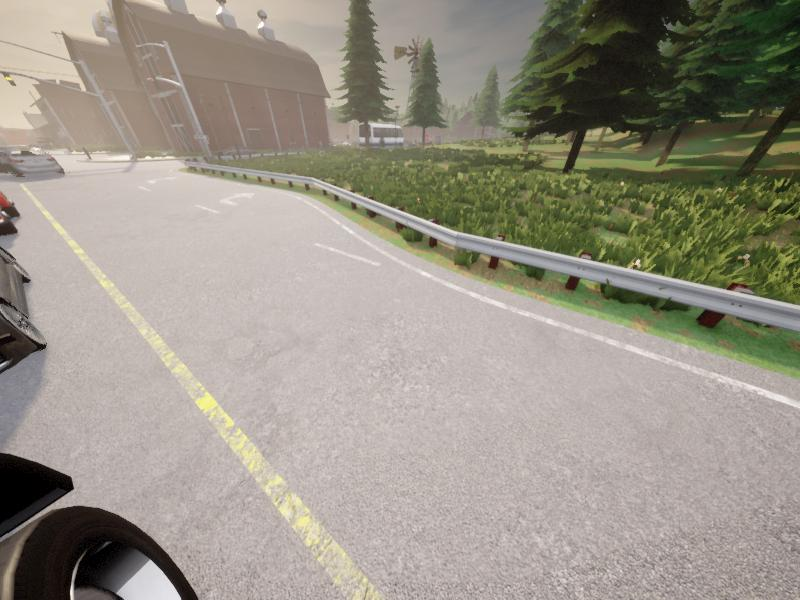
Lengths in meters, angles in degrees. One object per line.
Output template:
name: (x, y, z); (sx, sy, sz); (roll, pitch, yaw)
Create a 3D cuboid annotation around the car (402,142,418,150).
car: (2.148, -33.779, 50.631); (1.845, 1.501, 3.633); (22, 41, 28)

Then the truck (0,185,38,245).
truck: (-12.592, -2.879, 5.790); (5.204, 2.467, 2.627); (21, 40, 27)

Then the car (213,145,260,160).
car: (-20.541, -18.656, 29.132); (1.994, 1.385, 4.181); (22, 41, 28)

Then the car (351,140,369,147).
car: (-11.625, -45.760, 67.569); (4.902, 1.511, 2.128); (21, 40, 27)

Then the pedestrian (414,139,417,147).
pedestrian: (4.377, -44.589, 65.407); (0.751, 1.860, 0.751); (-11, 37, -16)

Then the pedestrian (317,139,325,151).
pedestrian: (-14.167, -27.872, 41.532); (0.751, 1.860, 0.751); (24, 41, 29)

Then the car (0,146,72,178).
car: (-26.151, -9.477, 15.770); (4.611, 1.667, 2.242); (9, 36, 12)

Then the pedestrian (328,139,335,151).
pedestrian: (-12.844, -29.142, 43.346); (0.751, 1.860, 0.751); (16, 38, 20)

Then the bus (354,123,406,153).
bus: (-3.308, -30.541, 43.630); (3.944, 4.253, 10.273); (22, 41, 28)

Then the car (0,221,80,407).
car: (-6.373, -0.094, 2.712); (4.902, 1.511, 2.128); (22, 41, 28)

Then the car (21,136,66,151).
car: (-65.217, -28.694, 42.303); (3.866, 1.878, 1.905); (-6, 41, -6)

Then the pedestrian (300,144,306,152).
pedestrian: (-16.303, -25.411, 38.683); (0.500, 1.100, 0.500); (21, 40, 27)

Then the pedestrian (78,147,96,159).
pedestrian: (-33.733, -15.819, 24.889); (0.500, 1.100, 0.500); (1, 35, 1)

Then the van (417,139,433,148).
van: (6.519, -41.066, 60.574); (2.069, 2.038, 4.480); (22, 40, 28)
